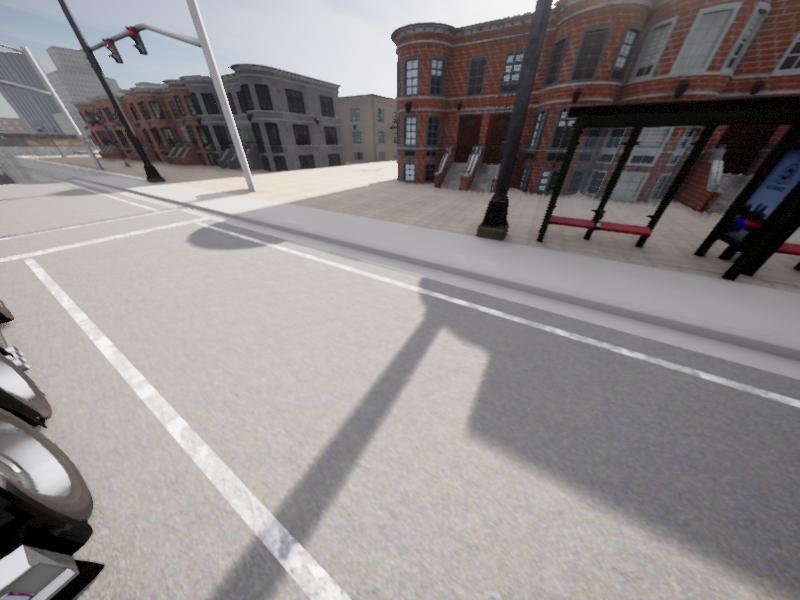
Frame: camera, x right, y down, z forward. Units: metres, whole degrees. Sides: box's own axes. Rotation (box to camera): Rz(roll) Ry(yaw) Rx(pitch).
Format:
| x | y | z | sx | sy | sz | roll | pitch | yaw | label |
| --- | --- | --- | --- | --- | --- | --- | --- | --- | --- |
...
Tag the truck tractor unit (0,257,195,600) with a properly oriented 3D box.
| x | y | z | sx | sy | sz | roll | pitch | yaw | label |
| --- | --- | --- | --- | --- | --- | --- | --- | --- | --- |
| -5.092 | -0.318 | 0.811 | 6.516 | 4.208 | 3.053 | 19 | 38 | 25 | truck tractor unit |
